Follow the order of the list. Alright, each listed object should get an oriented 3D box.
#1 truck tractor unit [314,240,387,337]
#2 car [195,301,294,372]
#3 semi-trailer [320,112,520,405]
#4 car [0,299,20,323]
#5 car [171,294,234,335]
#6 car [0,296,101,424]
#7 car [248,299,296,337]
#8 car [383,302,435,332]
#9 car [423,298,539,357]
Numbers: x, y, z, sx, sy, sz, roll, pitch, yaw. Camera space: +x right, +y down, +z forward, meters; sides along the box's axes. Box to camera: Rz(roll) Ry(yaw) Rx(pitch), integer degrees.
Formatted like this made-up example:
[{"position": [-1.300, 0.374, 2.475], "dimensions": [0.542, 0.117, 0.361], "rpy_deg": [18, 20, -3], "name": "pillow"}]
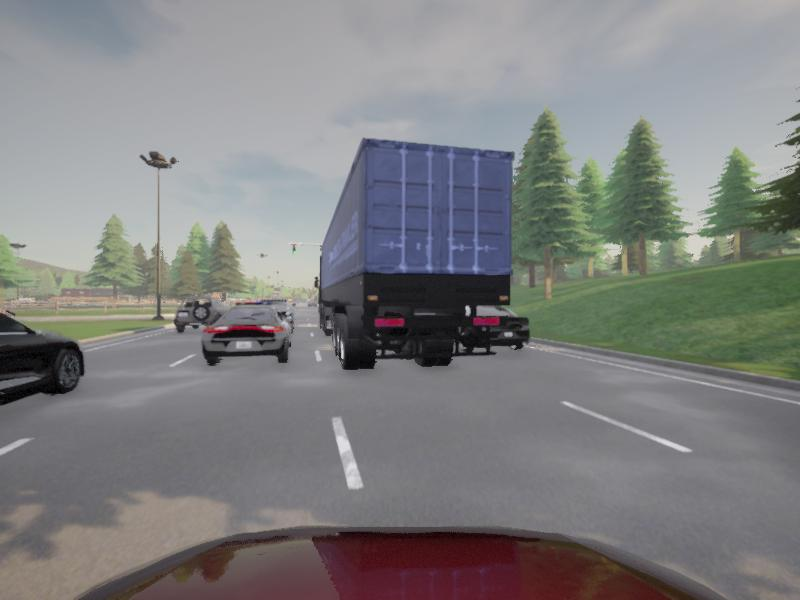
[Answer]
[{"position": [-2.859, -0.517, 20.960], "dimensions": [3.053, 4.208, 6.516], "rpy_deg": [0, 0, -14], "name": "truck tractor unit"}, {"position": [-4.164, 0.828, 11.585], "dimensions": [2.038, 1.542, 4.974], "rpy_deg": [0, 0, -14], "name": "car"}, {"position": [-0.992, -0.620, 13.265], "dimensions": [2.717, 4.402, 14.254], "rpy_deg": [0, 0, -14], "name": "semi-trailer"}, {"position": [-30.076, 0.750, 27.969], "dimensions": [4.611, 1.667, 2.242], "rpy_deg": [0, 0, -22], "name": "car"}, {"position": [-9.952, 0.651, 20.553], "dimensions": [1.932, 1.855, 4.605], "rpy_deg": [0, 0, -14], "name": "car"}, {"position": [-6.196, 0.776, 5.136], "dimensions": [2.033, 1.649, 4.856], "rpy_deg": [0, 0, -14], "name": "car"}, {"position": [-6.192, 0.770, 19.905], "dimensions": [1.930, 1.638, 5.238], "rpy_deg": [0, 0, -14], "name": "car"}, {"position": [0.355, 0.870, 22.606], "dimensions": [1.812, 1.442, 4.674], "rpy_deg": [0, 0, -14], "name": "car"}, {"position": [2.479, 0.771, 13.893], "dimensions": [1.930, 1.638, 5.238], "rpy_deg": [0, 0, -14], "name": "car"}]
